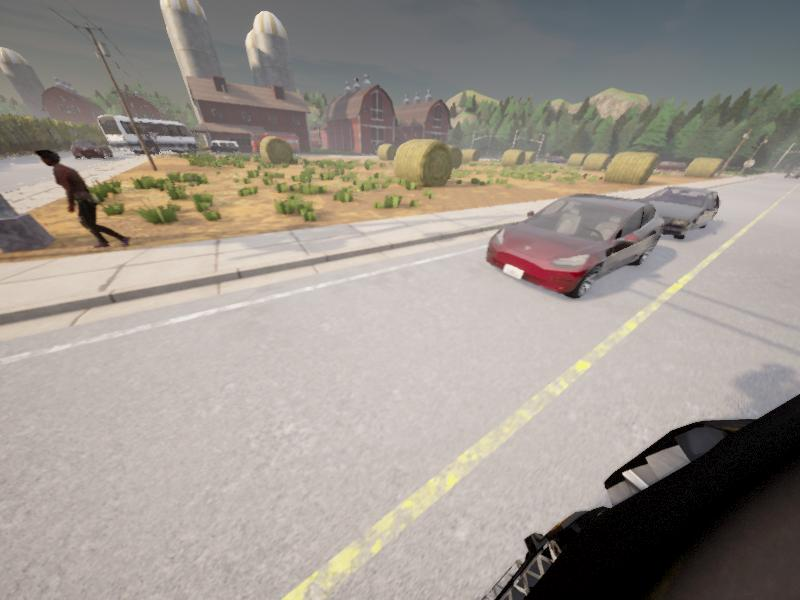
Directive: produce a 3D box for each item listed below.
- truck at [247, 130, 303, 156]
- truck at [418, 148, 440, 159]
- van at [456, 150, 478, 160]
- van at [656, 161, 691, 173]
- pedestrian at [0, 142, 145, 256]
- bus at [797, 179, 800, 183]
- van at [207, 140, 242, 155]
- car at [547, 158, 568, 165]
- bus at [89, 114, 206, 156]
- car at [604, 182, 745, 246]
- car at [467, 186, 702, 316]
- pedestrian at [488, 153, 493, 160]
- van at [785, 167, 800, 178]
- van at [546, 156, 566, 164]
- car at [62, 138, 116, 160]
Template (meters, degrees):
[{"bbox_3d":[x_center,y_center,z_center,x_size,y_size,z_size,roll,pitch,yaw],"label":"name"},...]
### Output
[{"bbox_3d":[-24.137,-30.496,45.145,8.468,3.827,2.891,-20,40,-31],"label":"truck"},{"bbox_3d":[7.778,-39.364,62.078,5.204,2.467,2.627,-20,40,-31],"label":"truck"},{"bbox_3d":[20.394,-44.030,70.062,6.366,2.431,2.351,-20,40,-31],"label":"van"},{"bbox_3d":[60.729,-29.594,51.445,1.775,1.987,4.442,-20,39,-30],"label":"van"},{"bbox_3d":[-6.105,-1.928,4.481,0.751,1.860,0.751,-14,37,-24],"label":"pedestrian"},{"bbox_3d":[70.074,-21.312,37.394,10.273,4.253,3.944,-18,38,-28],"label":"bus"},{"bbox_3d":[-31.227,-27.140,41.175,4.480,2.038,2.069,-20,40,-30],"label":"van"},{"bbox_3d":[46.516,-40.874,68.196,1.895,1.301,4.718,-20,39,-30],"label":"car"},{"bbox_3d":[-35.511,-23.641,33.584,3.944,4.253,10.273,6,34,11],"label":"bus"},{"bbox_3d":[10.385,-3.449,8.692,5.357,1.411,2.033,-18,38,-28],"label":"car"},{"bbox_3d":[4.163,-1.516,5.241,4.792,1.488,2.163,-18,38,-28],"label":"car"},{"bbox_3d":[27.231,-43.381,69.778,0.751,1.860,0.751,-24,42,-34],"label":"pedestrian"},{"bbox_3d":[88.404,-28.380,51.479,4.442,1.987,1.775,-18,38,-28],"label":"van"},{"bbox_3d":[48.095,-43.228,71.262,1.775,1.987,4.442,-20,39,-30],"label":"van"},{"bbox_3d":[-32.863,-16.136,24.622,2.097,1.767,4.553,-20,39,-30],"label":"car"}]
